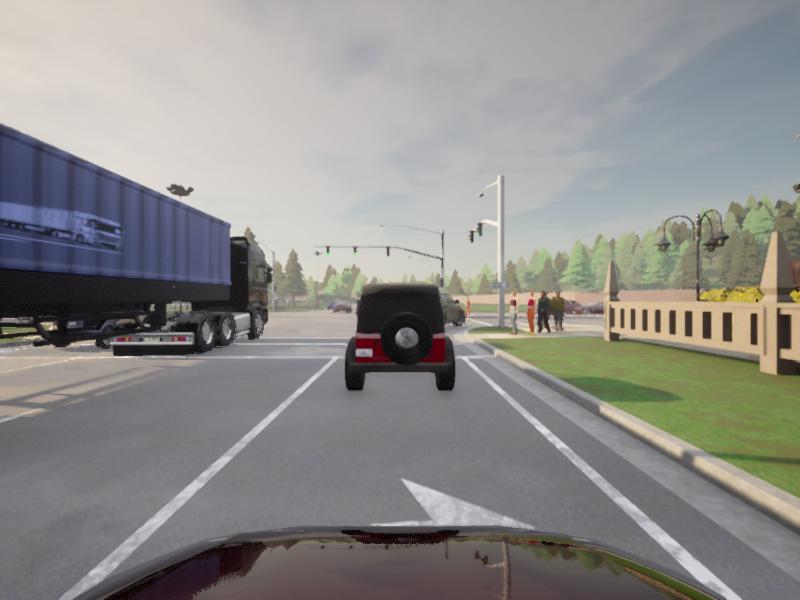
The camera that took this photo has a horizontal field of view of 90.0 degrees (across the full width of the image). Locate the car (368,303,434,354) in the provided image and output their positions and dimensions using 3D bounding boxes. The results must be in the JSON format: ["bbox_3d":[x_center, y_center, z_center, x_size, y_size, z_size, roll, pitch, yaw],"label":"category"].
[{"bbox_3d":[0.081,0.850,13.780,1.970,1.475,3.806,0,0,1],"label":"car"}]

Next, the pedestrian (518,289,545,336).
[{"bbox_3d":[5.330,0.481,16.266,0.751,1.860,0.751,0,0,-16],"label":"pedestrian"}]

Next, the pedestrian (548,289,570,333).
[{"bbox_3d":[6.834,0.463,17.192,0.751,1.860,0.751,0,0,10],"label":"pedestrian"}]

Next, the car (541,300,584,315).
[{"bbox_3d":[17.827,0.777,43.990,3.988,1.617,1.851,0,0,1],"label":"car"}]

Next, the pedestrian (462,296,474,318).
[{"bbox_3d":[5.843,0.629,34.320,0.751,1.860,0.751,0,0,-13],"label":"pedestrian"}]

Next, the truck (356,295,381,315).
[{"bbox_3d":[-3.484,0.530,46.039,2.390,2.098,6.274,0,0,0],"label":"truck"}]

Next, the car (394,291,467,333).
[{"bbox_3d":[1.869,0.566,22.152,2.150,2.045,5.566,0,0,25],"label":"car"}]

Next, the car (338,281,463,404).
[{"bbox_3d":[0.005,0.644,8.047,1.905,1.878,3.866,0,0,0],"label":"car"}]

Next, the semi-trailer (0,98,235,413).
[{"bbox_3d":[-6.948,-0.621,6.479,2.717,4.402,14.254,0,0,0],"label":"semi-trailer"}]

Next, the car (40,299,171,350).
[{"bbox_3d":[-10.492,0.785,14.683,1.851,1.617,3.988,0,0,0],"label":"car"}]

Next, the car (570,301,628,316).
[{"bbox_3d":[20.017,0.841,40.464,4.792,1.488,2.163,0,0,1],"label":"car"}]

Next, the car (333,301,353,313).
[{"bbox_3d":[-6.995,0.857,49.423,1.812,1.442,4.674,0,0,0],"label":"car"}]

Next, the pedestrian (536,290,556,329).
[{"bbox_3d":[7.158,0.445,19.621,0.751,1.860,0.751,0,0,4],"label":"pedestrian"}]

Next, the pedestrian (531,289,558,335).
[{"bbox_3d":[6.024,0.481,16.706,0.751,1.860,0.751,0,0,-26],"label":"pedestrian"}]

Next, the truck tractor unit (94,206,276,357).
[{"bbox_3d":[-6.990,-0.526,14.395,3.053,4.208,6.516,0,0,0],"label":"truck tractor unit"}]

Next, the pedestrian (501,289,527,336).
[{"bbox_3d":[4.600,0.481,16.197,0.751,1.860,0.751,0,0,-10],"label":"pedestrian"}]
